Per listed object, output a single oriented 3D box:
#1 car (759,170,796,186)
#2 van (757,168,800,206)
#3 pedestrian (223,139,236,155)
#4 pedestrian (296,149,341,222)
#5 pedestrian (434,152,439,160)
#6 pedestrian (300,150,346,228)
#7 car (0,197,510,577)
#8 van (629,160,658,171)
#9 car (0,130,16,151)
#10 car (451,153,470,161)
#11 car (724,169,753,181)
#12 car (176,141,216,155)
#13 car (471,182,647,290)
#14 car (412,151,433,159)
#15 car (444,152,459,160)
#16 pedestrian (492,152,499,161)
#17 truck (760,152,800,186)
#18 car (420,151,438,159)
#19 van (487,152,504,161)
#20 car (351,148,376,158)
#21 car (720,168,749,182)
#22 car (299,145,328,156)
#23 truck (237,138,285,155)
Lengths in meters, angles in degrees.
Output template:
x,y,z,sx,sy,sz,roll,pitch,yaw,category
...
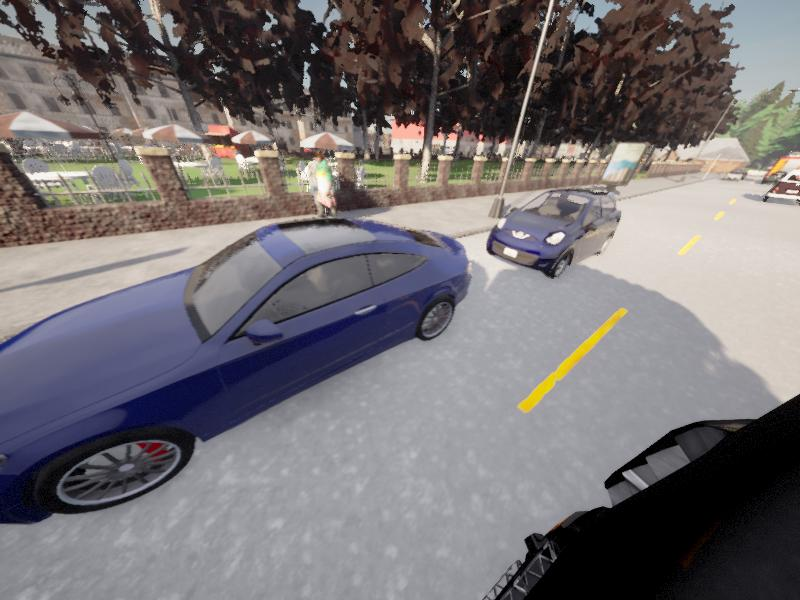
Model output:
x,y,z,sx,sy,sz,roll,pitch,yaw,category
50.392,-16.273,30.844,3.988,1.617,1.851,-17,39,-27,car
28.218,-8.132,16.501,4.480,2.038,2.069,-19,39,-30,van
-25.491,-22.788,34.458,0.751,1.860,0.751,12,35,13,pedestrian
-2.426,-3.470,7.051,0.751,1.860,0.751,12,35,13,pedestrian
7.830,-30.748,49.320,0.751,1.300,0.751,-4,34,-10,pedestrian
-2.145,-3.158,6.603,0.751,1.860,0.751,29,42,34,pedestrian
-1.059,-0.084,2.679,4.674,1.442,1.812,-21,40,-31,car
63.226,-35.056,60.103,1.775,1.987,4.442,-20,40,-30,van
-40.371,-14.843,21.401,1.932,1.855,4.605,-5,34,-7,car
15.610,-36.818,59.486,4.892,1.490,1.837,-20,40,-30,car
55.291,-20.477,37.731,5.357,1.411,2.033,-20,40,-31,car
-28.144,-21.020,31.987,3.806,1.475,1.970,-21,40,-31,car
3.784,-1.801,5.554,3.633,1.501,1.845,-20,40,-30,car
5.523,-35.859,57.316,4.902,1.511,2.128,-20,40,-30,car
14.006,-38.993,62.570,3.633,1.501,1.845,-20,40,-30,car
24.801,-37.319,60.001,0.751,1.860,0.751,-21,40,-31,pedestrian
57.084,-19.327,33.948,8.468,3.827,2.891,-20,40,-30,truck
6.769,-33.805,53.832,3.705,1.549,1.789,-20,40,-30,car
27.628,-41.402,66.825,4.480,2.038,2.069,-20,40,-30,van
-7.094,-28.751,45.188,4.514,1.525,2.007,-20,40,-30,car
49.786,-18.610,34.376,3.633,1.501,1.845,-21,41,-32,car
-16.213,-28.166,43.601,4.514,1.525,2.007,-20,40,-30,car
-23.380,-25.827,39.018,6.274,2.098,2.390,-20,40,-31,truck
